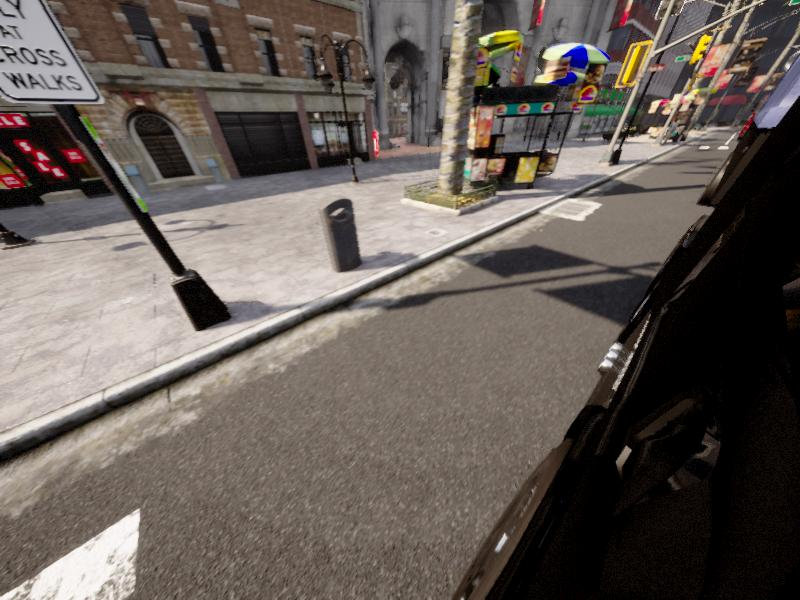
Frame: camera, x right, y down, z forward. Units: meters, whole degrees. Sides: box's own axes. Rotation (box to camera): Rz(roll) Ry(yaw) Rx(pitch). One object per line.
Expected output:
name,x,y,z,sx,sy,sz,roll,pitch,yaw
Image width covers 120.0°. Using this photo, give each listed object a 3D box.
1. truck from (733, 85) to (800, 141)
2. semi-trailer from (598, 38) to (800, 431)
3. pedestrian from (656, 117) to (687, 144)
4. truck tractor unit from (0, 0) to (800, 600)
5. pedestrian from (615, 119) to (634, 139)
truck,36.155,-17.878,22.229,8.468,3.827,2.891,-28,43,-30
semi-trailer,8.705,-3.588,4.240,14.254,4.402,2.717,-28,43,-30
pedestrian,23.616,-14.731,20.136,0.751,1.860,0.751,-6,37,-5
truck tractor unit,2.645,-0.295,0.351,6.516,4.208,3.053,-28,44,-30
pedestrian,27.108,-20.684,27.922,0.751,1.860,0.751,-2,37,1
